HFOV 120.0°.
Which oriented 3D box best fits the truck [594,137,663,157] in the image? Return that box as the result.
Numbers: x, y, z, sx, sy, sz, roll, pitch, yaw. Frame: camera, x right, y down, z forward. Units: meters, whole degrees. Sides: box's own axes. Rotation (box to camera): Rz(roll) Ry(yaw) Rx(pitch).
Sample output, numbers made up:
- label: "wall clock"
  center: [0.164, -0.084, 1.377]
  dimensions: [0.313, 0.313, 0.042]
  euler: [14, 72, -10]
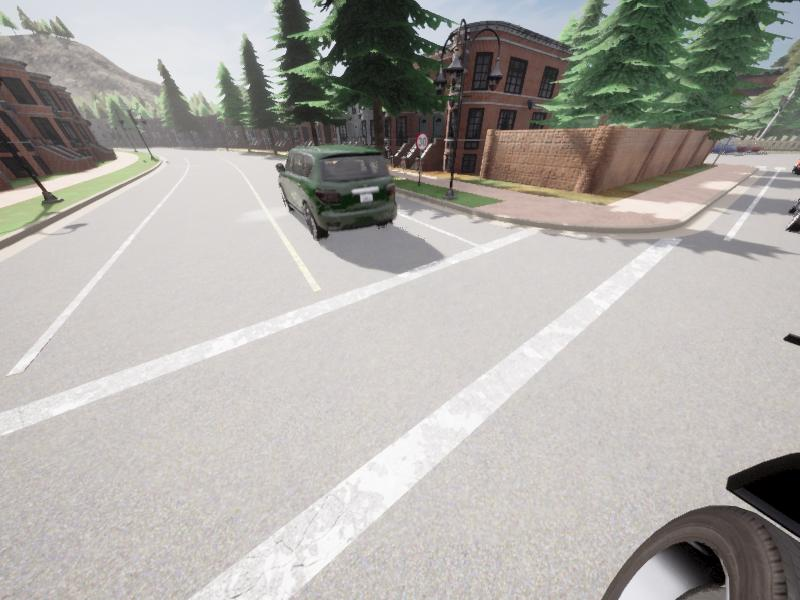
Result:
- label: "truck"
  center: [32.146, -21.812, 32.814]
  dimensions: [2.390, 2.098, 6.274]
  euler: [-22, 41, -28]

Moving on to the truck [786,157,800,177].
- label: "truck"
  center: [29.053, -9.655, 15.279]
  dimensions: [5.204, 2.467, 2.627]
  euler: [-22, 40, -28]

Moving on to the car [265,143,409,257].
- label: "car"
  center: [-2.205, -3.519, 7.078]
  dimensions: [2.150, 2.045, 5.566]
  euler: [-21, 40, -26]

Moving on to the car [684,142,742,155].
- label: "car"
  center: [47.376, -23.109, 35.082]
  dimensions: [1.837, 1.490, 4.892]
  euler: [-22, 41, -28]

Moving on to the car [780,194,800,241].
- label: "car"
  center: [12.905, -2.762, 6.317]
  dimensions: [5.238, 1.638, 1.930]
  euler: [-22, 41, -28]

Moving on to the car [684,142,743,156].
- label: "car"
  center: [44.753, -21.685, 33.119]
  dimensions: [1.812, 1.442, 4.674]
  euler: [-22, 41, -27]

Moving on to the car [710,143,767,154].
- label: "car"
  center: [51.501, -23.155, 35.287]
  dimensions: [1.895, 1.301, 4.718]
  euler: [-22, 41, -28]
